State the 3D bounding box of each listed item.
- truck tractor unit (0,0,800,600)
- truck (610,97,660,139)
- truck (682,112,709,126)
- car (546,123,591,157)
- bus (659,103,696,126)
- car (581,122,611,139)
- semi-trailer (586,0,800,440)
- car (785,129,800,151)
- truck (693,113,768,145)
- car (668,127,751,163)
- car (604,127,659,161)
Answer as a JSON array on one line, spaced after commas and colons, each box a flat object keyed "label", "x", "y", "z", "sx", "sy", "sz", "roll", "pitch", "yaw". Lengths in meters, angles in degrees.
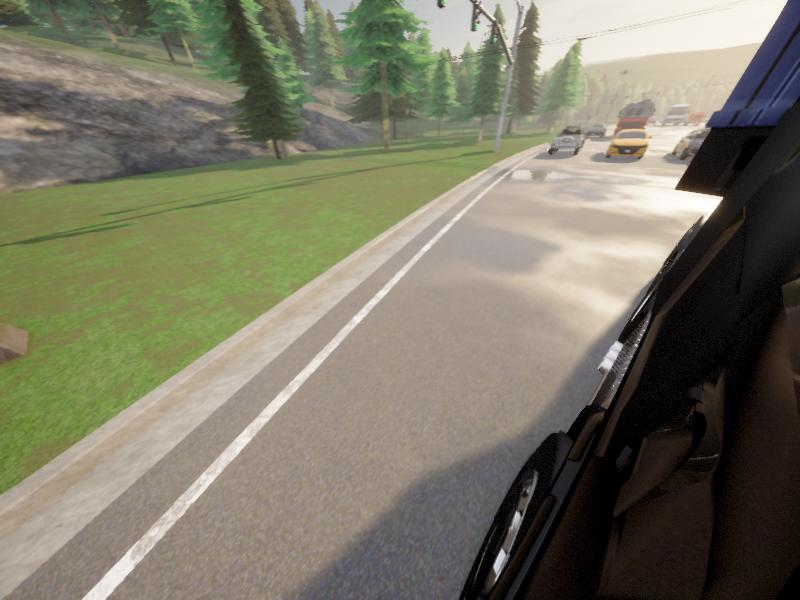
[{"label": "truck tractor unit", "x": 2.645, "y": -0.295, "z": 0.352, "sx": 6.516, "sy": 4.208, "sz": 3.053, "roll": -28, "pitch": 44, "yaw": -30}, {"label": "truck", "x": 30.768, "y": -23.785, "z": 30.361, "sx": 2.891, "sy": 3.827, "sz": 8.468, "roll": 25, "pitch": 45, "yaw": 31}, {"label": "truck", "x": 69.432, "y": -42.580, "z": 54.366, "sx": 2.627, "sy": 2.467, "sz": 5.204, "roll": 25, "pitch": 45, "yaw": 31}, {"label": "car", "x": 13.069, "y": -12.393, "z": 17.808, "sx": 1.932, "sy": 1.855, "sz": 4.605, "roll": 22, "pitch": 43, "yaw": 29}, {"label": "bus", "x": 69.982, "y": -46.934, "z": 58.628, "sx": 3.944, "sy": 4.253, "sz": 10.273, "roll": 25, "pitch": 45, "yaw": 31}, {"label": "car", "x": 27.047, "y": -23.372, "z": 31.841, "sx": 2.152, "sy": 1.651, "sz": 5.027, "roll": 25, "pitch": 45, "yaw": 31}, {"label": "semi-trailer", "x": 9.777, "y": -2.482, "z": 2.703, "sx": 14.254, "sy": 4.402, "sz": 2.717, "roll": -13, "pitch": 38, "yaw": -14}, {"label": "car", "x": 27.278, "y": -10.111, "z": 14.188, "sx": 2.242, "sy": 1.667, "sz": 4.611, "roll": 23, "pitch": 44, "yaw": 30}, {"label": "truck", "x": 29.865, "y": -15.762, "z": 21.198, "sx": 2.390, "sy": 2.098, "sz": 6.274, "roll": 25, "pitch": 45, "yaw": 31}, {"label": "car", "x": 18.103, "y": -9.328, "z": 13.807, "sx": 1.816, "sy": 1.474, "sz": 4.193, "roll": 22, "pitch": 43, "yaw": 28}, {"label": "car", "x": 15.361, "y": -10.596, "z": 15.582, "sx": 1.882, "sy": 1.535, "sz": 5.008, "roll": 22, "pitch": 43, "yaw": 28}]
